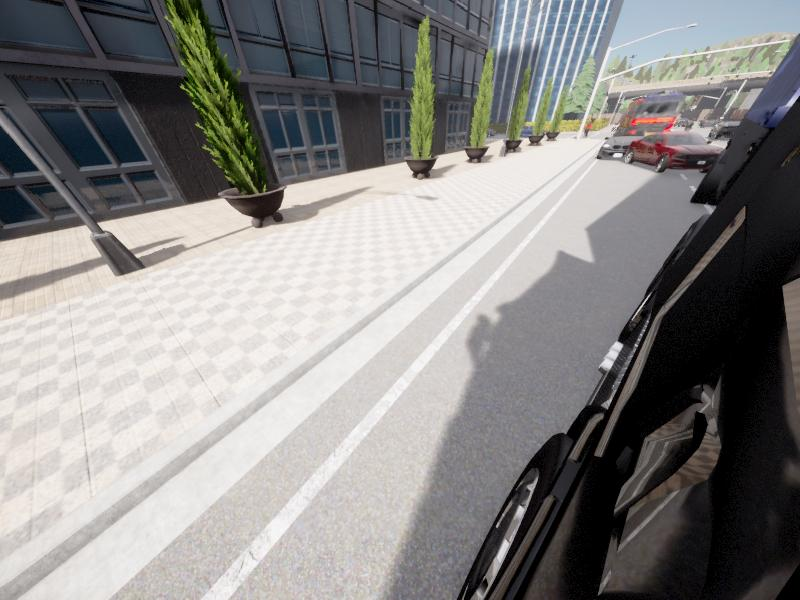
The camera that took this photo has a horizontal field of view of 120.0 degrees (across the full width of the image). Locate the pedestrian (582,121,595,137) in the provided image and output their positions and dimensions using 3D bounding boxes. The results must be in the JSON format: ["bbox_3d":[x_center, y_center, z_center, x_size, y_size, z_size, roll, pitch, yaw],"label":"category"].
[{"bbox_3d":[26.665,-24.223,32.750,0.751,1.860,0.751,25,45,32],"label":"pedestrian"}]

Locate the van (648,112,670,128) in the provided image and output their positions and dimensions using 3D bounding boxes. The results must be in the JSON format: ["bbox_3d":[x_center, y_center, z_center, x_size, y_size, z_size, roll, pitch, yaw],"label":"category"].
[{"bbox_3d":[55.771,-38.723,49.797,1.988,2.561,5.915,24,44,31],"label":"van"}]

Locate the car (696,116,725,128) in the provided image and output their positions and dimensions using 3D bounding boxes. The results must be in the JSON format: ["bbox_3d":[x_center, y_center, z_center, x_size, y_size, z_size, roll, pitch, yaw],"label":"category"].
[{"bbox_3d":[58.284,-33.589,43.511,2.242,1.667,4.611,24,44,31],"label":"car"}]

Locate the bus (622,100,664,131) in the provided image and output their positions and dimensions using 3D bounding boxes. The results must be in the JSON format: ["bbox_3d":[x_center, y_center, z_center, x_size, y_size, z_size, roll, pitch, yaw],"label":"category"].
[{"bbox_3d":[47.640,-36.316,45.653,3.944,4.253,10.273,24,44,31],"label":"bus"}]

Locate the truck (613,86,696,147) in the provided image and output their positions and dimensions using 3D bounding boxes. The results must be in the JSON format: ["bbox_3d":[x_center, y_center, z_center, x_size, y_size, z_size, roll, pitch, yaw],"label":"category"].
[{"bbox_3d":[23.519,-17.296,22.099,2.891,3.827,8.468,19,42,27],"label":"truck"}]

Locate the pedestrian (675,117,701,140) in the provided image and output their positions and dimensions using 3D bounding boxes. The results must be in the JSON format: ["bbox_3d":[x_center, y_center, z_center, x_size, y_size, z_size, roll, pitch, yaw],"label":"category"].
[{"bbox_3d":[29.085,-17.286,23.339,0.751,1.860,0.751,-18,40,-20],"label":"pedestrian"}]

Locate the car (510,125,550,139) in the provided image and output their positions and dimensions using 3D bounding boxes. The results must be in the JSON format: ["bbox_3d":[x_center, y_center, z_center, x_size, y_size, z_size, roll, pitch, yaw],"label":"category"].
[{"bbox_3d":[20.547,-26.705,36.676,4.856,1.649,2.033,24,44,31],"label":"car"}]

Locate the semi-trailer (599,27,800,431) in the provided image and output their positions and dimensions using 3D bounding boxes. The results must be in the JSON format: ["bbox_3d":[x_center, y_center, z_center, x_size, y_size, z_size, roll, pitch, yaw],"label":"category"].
[{"bbox_3d":[8.620,-3.657,4.303,14.254,4.402,2.717,-29,44,-31],"label":"semi-trailer"}]

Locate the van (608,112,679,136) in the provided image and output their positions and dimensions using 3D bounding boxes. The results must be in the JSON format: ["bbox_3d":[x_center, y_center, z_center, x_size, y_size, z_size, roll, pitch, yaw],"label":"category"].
[{"bbox_3d":[33.753,-24.694,32.510,2.351,2.431,6.366,-9,37,-9],"label":"van"}]

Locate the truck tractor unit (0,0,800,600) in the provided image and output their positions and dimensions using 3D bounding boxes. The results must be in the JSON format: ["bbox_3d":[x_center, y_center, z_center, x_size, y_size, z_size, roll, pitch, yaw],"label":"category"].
[{"bbox_3d":[2.645,-0.295,0.352,6.516,4.208,3.053,-28,44,-30],"label":"truck tractor unit"}]

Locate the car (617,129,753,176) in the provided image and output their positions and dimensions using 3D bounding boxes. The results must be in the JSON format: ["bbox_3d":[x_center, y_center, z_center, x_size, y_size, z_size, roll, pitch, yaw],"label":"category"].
[{"bbox_3d":[13.413,-7.460,11.485,1.882,1.535,5.008,8,38,14],"label":"car"}]

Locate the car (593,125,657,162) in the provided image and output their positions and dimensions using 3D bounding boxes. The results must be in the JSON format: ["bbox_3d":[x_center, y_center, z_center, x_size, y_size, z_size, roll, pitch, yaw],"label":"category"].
[{"bbox_3d":[14.677,-10.240,15.026,2.242,1.667,4.611,26,45,33],"label":"car"}]

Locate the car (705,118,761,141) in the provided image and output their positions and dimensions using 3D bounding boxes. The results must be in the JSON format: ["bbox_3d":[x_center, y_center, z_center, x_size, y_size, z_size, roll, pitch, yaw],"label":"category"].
[{"bbox_3d":[32.827,-17.032,22.992,1.930,1.638,5.238,24,45,31],"label":"car"}]
